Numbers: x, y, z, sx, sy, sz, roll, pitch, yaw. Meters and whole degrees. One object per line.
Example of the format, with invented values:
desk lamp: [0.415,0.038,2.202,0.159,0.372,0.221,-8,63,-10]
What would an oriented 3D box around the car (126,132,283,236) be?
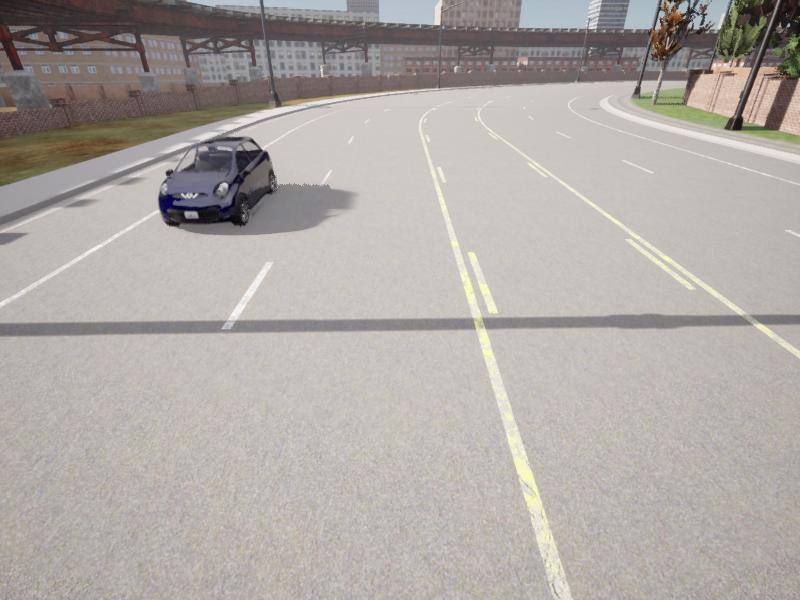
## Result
car: [-4.201,-2.885,9.384,1.845,1.501,3.633,-1,30,-1]
